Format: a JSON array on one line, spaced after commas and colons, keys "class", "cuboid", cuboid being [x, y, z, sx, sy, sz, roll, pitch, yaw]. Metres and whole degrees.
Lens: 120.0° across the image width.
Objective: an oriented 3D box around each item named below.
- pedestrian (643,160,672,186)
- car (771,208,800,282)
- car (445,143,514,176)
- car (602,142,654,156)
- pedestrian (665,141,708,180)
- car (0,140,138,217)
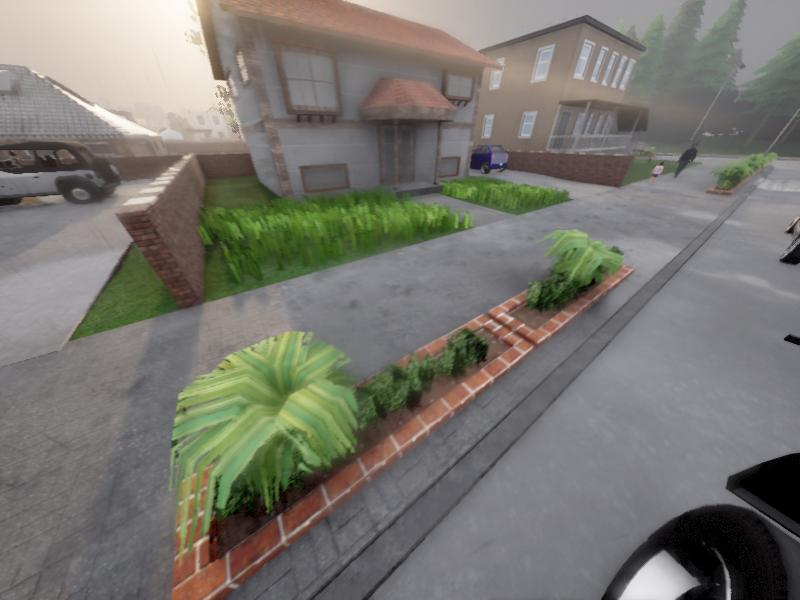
[{"class": "pedestrian", "cuboid": [13.115, -6.473, 11.788, 0.500, 1.100, 0.500, -22, 41, -28]}, {"class": "car", "cuboid": [9.974, -1.578, 4.632, 5.238, 1.638, 1.930, -22, 41, -28]}, {"class": "car", "cuboid": [4.957, -9.116, 14.847, 1.845, 1.501, 3.633, -22, 41, -28]}, {"class": "car", "cuboid": [32.561, -21.727, 33.132, 2.163, 1.488, 4.792, -22, 41, -28]}, {"class": "pedestrian", "cuboid": [16.390, -8.010, 13.281, 0.751, 1.860, 0.751, 29, 45, 35]}, {"class": "car", "cuboid": [-11.868, -3.990, 7.447, 3.866, 1.878, 1.905, -22, 41, -28]}]
